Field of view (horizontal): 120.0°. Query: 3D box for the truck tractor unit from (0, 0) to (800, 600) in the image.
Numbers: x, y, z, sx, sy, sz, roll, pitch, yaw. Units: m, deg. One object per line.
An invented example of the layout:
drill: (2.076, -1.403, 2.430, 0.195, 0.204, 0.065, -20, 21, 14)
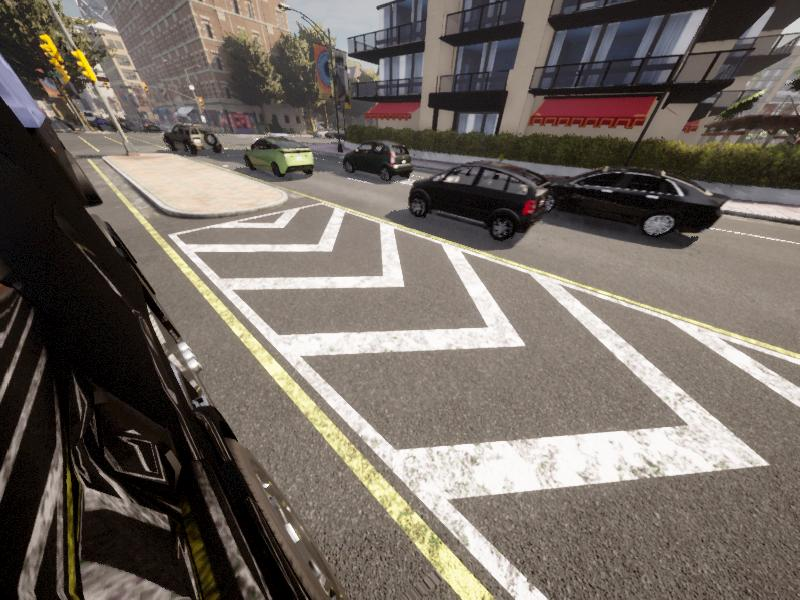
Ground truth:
truck tractor unit: (-2.645, -0.295, 0.351, 6.516, 4.208, 3.053, 28, 44, 30)

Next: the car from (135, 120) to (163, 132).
car: (-42.416, -29.412, 39.014, 4.974, 1.542, 2.038, 28, 44, 30)

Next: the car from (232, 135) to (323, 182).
car: (-6.287, -7.376, 11.832, 4.514, 1.525, 2.007, 28, 44, 30)

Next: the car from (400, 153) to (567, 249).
car: (2.021, -2.952, 6.417, 3.705, 1.549, 1.789, 28, 44, 30)

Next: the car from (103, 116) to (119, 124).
car: (-77.226, -48.005, 61.669, 5.366, 1.575, 1.801, 28, 44, 30)

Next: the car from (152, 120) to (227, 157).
car: (-15.444, -11.915, 17.035, 4.605, 1.855, 1.932, 21, 40, 22)

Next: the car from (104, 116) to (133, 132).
car: (-45.034, -28.209, 36.959, 4.605, 1.855, 1.932, 29, 44, 29)

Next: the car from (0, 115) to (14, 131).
car: (-51.249, -22.434, 29.131, 5.008, 1.535, 1.882, 29, 44, 30)

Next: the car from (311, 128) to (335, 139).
car: (-14.028, -30.419, 42.146, 1.845, 1.501, 3.633, 28, 43, 30)

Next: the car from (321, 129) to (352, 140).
car: (-11.130, -29.123, 40.634, 2.163, 1.488, 4.792, 28, 44, 30)

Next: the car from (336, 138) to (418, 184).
car: (-1.251, -7.461, 12.195, 3.988, 1.617, 1.851, 28, 44, 30)

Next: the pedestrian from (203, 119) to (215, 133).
pedestrian: (-32.703, -29.838, 39.625, 0.751, 1.860, 0.751, 23, 41, 25)

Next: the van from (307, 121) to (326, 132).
van: (-25.858, -53.542, 71.426, 5.915, 2.561, 1.988, 28, 44, 30)

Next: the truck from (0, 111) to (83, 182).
truck: (-16.487, -6.779, 9.953, 6.274, 2.098, 2.390, 27, 43, 30)

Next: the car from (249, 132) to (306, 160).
car: (-9.205, -11.633, 17.380, 3.806, 1.475, 1.970, 28, 44, 30)

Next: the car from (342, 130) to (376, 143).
car: (-6.380, -25.858, 36.543, 2.128, 1.511, 4.902, 28, 44, 30)

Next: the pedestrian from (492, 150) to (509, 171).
pedestrian: (6.355, -8.789, 14.574, 0.500, 1.100, 0.500, -17, 41, -24)

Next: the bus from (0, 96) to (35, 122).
bus: (-88.237, -43.353, 52.497, 10.273, 4.253, 3.944, 28, 44, 30)

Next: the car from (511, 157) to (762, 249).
car: (6.471, -3.289, 7.198, 4.892, 1.490, 1.837, 28, 44, 30)

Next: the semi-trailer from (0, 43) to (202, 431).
semi-trailer: (-8.696, -3.608, 4.228, 14.254, 4.402, 2.717, 28, 44, 30)
